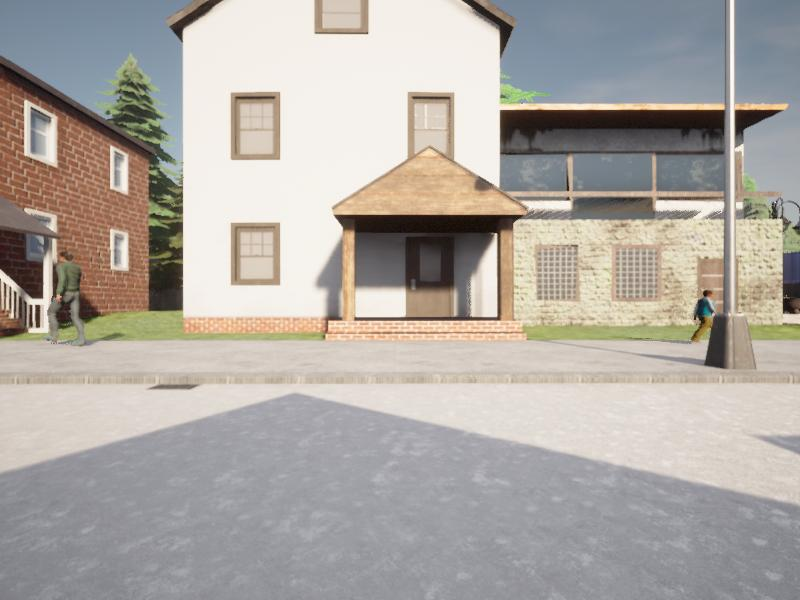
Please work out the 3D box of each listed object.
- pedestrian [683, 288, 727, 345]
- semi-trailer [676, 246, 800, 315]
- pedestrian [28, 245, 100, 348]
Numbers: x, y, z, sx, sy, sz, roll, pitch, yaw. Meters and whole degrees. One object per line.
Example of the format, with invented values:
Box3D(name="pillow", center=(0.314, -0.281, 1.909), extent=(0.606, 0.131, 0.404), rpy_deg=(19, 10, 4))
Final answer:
Box3D(name="pedestrian", center=(6.043, 0.310, 7.941), extent=(0.500, 1.100, 0.500), rpy_deg=(0, 0, 1))
Box3D(name="semi-trailer", center=(26.857, -1.231, 29.799), extent=(2.717, 4.402, 14.254), rpy_deg=(0, 0, -1))
Box3D(name="pedestrian", center=(-6.417, -0.064, 7.666), extent=(0.751, 1.860, 0.751), rpy_deg=(0, 0, 9))
